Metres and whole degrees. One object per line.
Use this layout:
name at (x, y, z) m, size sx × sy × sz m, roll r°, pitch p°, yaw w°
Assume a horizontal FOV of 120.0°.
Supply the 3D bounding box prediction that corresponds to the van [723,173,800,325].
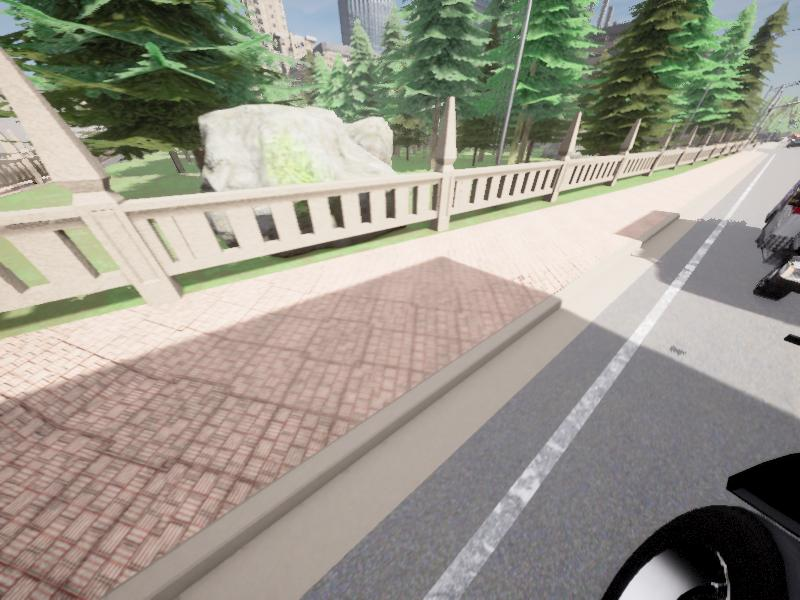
van at (8.652, -1.530, 3.899) m, size 6.366 × 2.431 × 2.351 m, roll -23°, pitch 41°, yaw -28°

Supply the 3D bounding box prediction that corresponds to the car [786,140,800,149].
car at (81.868, -32.147, 47.588) m, size 5.357 × 1.411 × 2.033 m, roll -23°, pitch 41°, yaw -29°
